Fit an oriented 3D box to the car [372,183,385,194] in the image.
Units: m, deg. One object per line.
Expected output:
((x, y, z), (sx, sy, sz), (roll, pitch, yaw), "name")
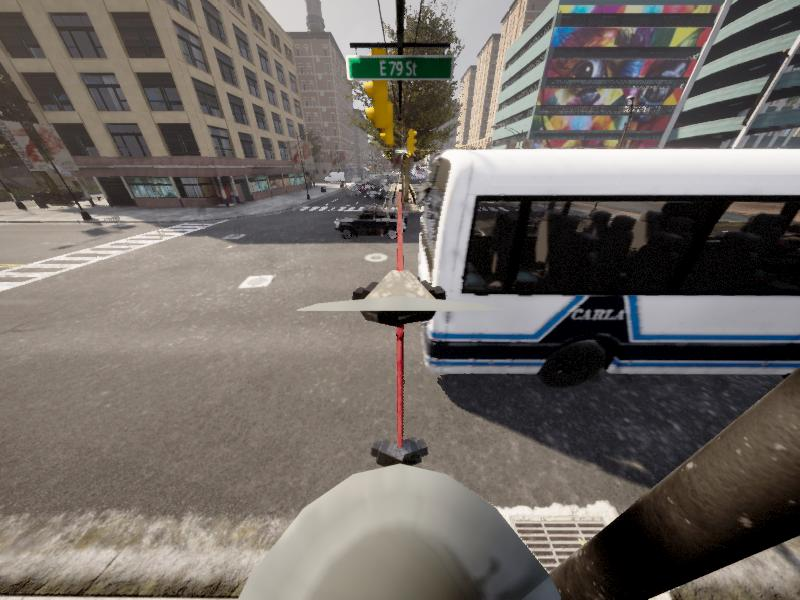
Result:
((-3.683, -19.398, 40.234), (1.994, 1.385, 4.181), (0, 30, 0), "car")

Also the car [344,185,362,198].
((-7.151, -16.750, 35.573), (1.812, 1.442, 4.674), (0, 30, 0), "car")

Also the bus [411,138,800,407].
((5.500, -0.781, 5.107), (10.273, 4.253, 3.944), (0, 30, 0), "bus")

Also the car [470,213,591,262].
((6.250, -3.188, 11.655), (4.605, 1.855, 1.932), (1, 30, 0), "car")

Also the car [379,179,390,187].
((-3.640, -27.561, 54.232), (2.128, 1.511, 4.902), (0, 30, 0), "car")

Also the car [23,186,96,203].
((-45.139, -14.160, 30.890), (1.930, 1.638, 5.238), (0, 30, 0), "car")

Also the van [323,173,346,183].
((-18.604, -34.782, 65.713), (5.915, 2.561, 1.988), (-5, 30, -8), "van")

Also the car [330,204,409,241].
((-1.781, -4.968, 14.732), (4.605, 1.855, 1.932), (0, 30, 0), "car")

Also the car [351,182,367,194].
((-7.178, -20.111, 41.312), (2.007, 1.525, 4.514), (0, 30, 0), "car")

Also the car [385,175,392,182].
((-3.580, -38.477, 73.042), (1.851, 1.617, 3.988), (0, 30, 0), "car")

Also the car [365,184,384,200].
((-3.698, -15.908, 33.887), (2.242, 1.667, 4.611), (0, 30, 0), "car")

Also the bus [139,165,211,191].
((-45.255, -25.181, 47.367), (3.944, 4.253, 10.273), (0, 30, 0), "bus")
